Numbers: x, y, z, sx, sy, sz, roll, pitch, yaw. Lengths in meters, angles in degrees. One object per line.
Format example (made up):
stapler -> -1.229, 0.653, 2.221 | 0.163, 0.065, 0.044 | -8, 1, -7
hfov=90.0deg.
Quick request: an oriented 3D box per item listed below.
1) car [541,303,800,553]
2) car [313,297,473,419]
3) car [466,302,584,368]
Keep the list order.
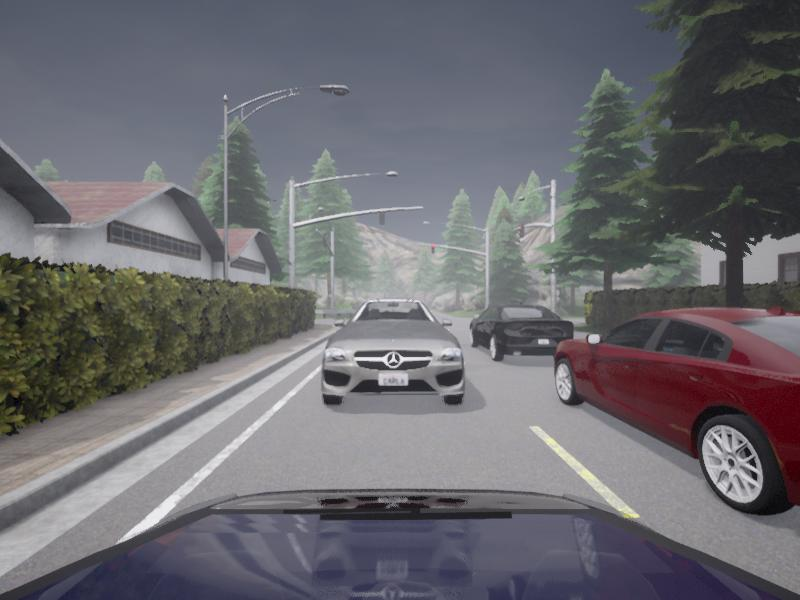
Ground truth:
car -> 3.434, 0.825, 4.488 | 1.882, 1.535, 5.008 | 0, 0, -1
car -> -0.131, 0.785, 7.905 | 2.152, 1.651, 5.027 | 0, 0, -1
car -> 3.346, 0.828, 11.871 | 1.882, 1.535, 5.008 | 0, 0, -1
